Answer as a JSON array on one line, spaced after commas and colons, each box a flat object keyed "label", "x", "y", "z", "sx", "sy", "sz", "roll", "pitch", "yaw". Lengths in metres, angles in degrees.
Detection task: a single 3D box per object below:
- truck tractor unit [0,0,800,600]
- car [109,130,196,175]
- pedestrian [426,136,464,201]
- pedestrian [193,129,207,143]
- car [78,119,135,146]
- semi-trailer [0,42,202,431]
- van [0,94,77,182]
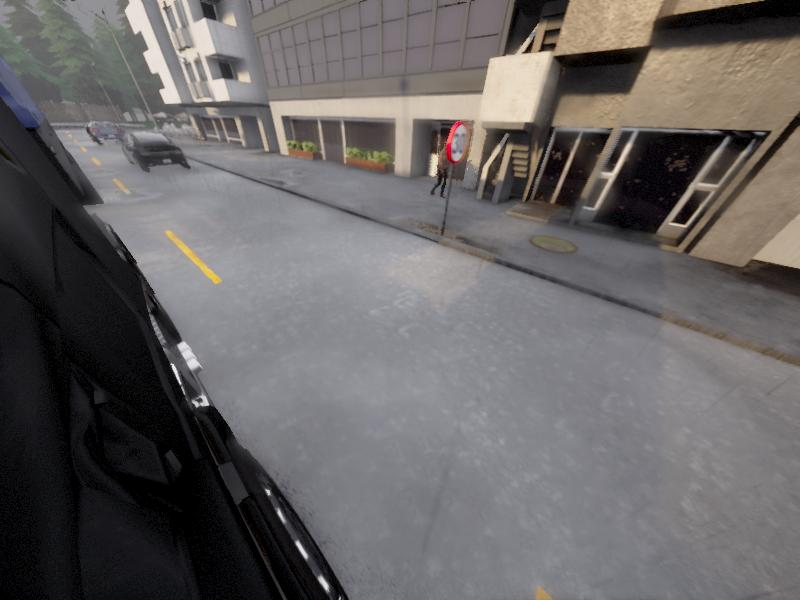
[{"label": "truck tractor unit", "x": -2.645, "y": -0.295, "z": 0.351, "sx": 6.516, "sy": 4.208, "sz": 3.053, "roll": 28, "pitch": 44, "yaw": 30}, {"label": "car", "x": -12.739, "y": -7.702, "z": 11.864, "sx": 4.892, "sy": 1.490, "sz": 1.837, "roll": 28, "pitch": 44, "yaw": 30}, {"label": "pedestrian", "x": 1.539, "y": -4.618, "z": 8.159, "sx": 0.751, "sy": 1.860, "sz": 0.751, "roll": -25, "pitch": 45, "yaw": -32}, {"label": "pedestrian", "x": -20.548, "y": -16.883, "z": 23.773, "sx": 0.500, "sy": 1.100, "sz": 0.500, "roll": 11, "pitch": 38, "yaw": 10}, {"label": "car", "x": -25.920, "y": -14.804, "z": 20.382, "sx": 5.027, "sy": 1.651, "sz": 2.152, "roll": 28, "pitch": 44, "yaw": 30}, {"label": "semi-trailer", "x": -8.696, "y": -3.611, "z": 4.223, "sx": 14.254, "sy": 4.402, "sz": 2.717, "roll": 28, "pitch": 44, "yaw": 30}, {"label": "van", "x": -16.357, "y": -6.936, "z": 9.740, "sx": 5.915, "sy": 2.561, "sz": 1.988, "roll": 28, "pitch": 43, "yaw": 30}]
